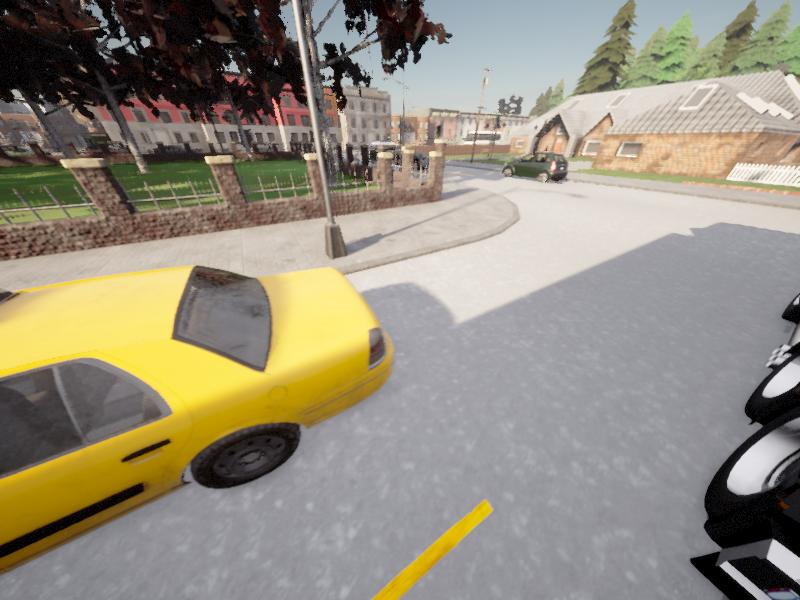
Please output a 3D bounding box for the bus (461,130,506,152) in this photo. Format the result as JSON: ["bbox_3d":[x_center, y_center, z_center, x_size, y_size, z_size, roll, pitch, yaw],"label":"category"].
[{"bbox_3d":[21.171,-40.401,58.757,10.273,4.253,3.944,-18,39,-24],"label":"bus"}]

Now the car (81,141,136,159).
[{"bbox_3d":[-38.923,-20.147,31.022,3.866,1.878,1.905,-18,39,-24],"label":"car"}]

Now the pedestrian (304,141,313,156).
[{"bbox_3d":[-13.491,-22.323,34.101,0.751,1.860,0.751,-4,35,-6],"label":"pedestrian"}]

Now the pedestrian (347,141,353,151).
[{"bbox_3d":[-10.579,-32.410,48.592,0.751,1.860,0.751,-21,40,-27],"label":"pedestrian"}]

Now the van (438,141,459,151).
[{"bbox_3d":[11.560,-36.619,54.877,4.442,1.987,1.775,-18,39,-24],"label":"van"}]

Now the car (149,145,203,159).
[{"bbox_3d":[-30.231,-20.175,31.462,4.892,1.490,1.837,-19,39,-25],"label":"car"}]

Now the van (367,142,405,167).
[{"bbox_3d":[-1.542,-15.201,24.015,2.069,2.038,4.480,-18,39,-24],"label":"van"}]

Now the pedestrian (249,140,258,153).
[{"bbox_3d":[-26.474,-27.680,41.710,0.751,1.860,0.751,-24,42,-31],"label":"pedestrian"}]

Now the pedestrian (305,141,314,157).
[{"bbox_3d":[-13.184,-22.011,33.654,0.751,1.860,0.751,-6,35,-9],"label":"pedestrian"}]

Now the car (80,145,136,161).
[{"bbox_3d":[-36.070,-18.300,28.685,3.705,1.549,1.789,-18,39,-24],"label":"car"}]

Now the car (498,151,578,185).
[{"bbox_3d":[9.044,-9.017,15.582,1.851,1.617,3.988,-17,39,-23],"label":"car"}]

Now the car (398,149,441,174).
[{"bbox_3d":[1.541,-11.902,19.746,1.845,1.501,3.633,-18,39,-24],"label":"car"}]

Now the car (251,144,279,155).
[{"bbox_3d":[-22.649,-25.226,38.724,3.633,1.501,1.845,-17,38,-23],"label":"car"}]

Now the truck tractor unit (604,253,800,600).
[{"bbox_3d":[5.096,-0.312,0.820,6.516,4.208,3.053,-19,39,-25],"label":"truck tractor unit"}]

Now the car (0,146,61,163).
[{"bbox_3d":[-42.307,-16.259,25.744,4.514,1.525,2.007,-18,39,-24],"label":"car"}]

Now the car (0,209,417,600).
[{"bbox_3d":[-2.672,0.731,1.548,5.366,1.575,1.801,-18,39,-24],"label":"car"}]
